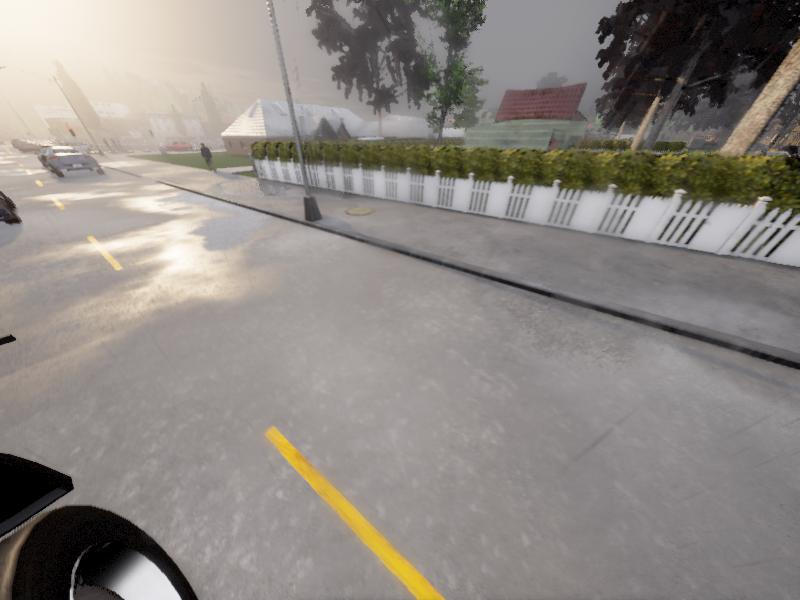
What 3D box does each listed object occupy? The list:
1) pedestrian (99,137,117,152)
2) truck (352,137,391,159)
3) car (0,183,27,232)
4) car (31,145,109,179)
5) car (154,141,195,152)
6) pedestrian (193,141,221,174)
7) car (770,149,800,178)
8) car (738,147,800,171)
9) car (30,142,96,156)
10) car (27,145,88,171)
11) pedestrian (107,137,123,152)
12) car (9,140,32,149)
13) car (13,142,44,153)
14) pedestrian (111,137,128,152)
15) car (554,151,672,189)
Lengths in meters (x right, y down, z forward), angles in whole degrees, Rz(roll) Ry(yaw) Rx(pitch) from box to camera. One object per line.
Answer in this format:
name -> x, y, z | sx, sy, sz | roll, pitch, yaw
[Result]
pedestrian -> -45.692, -24.297, 36.126 | 0.751, 1.860, 0.751 | 2, 35, 2
truck -> -3.309, -18.167, 27.550 | 2.069, 2.038, 4.478 | 22, 41, 28
car -> -13.659, -3.100, 6.741 | 4.611, 1.667, 2.242 | 22, 41, 28
car -> -22.806, -9.616, 15.951 | 5.027, 1.651, 2.152 | 22, 41, 28
car -> -39.299, -26.918, 40.441 | 2.007, 1.525, 4.514 | 22, 41, 28
pedestrian -> -13.212, -9.797, 15.859 | 0.751, 1.860, 0.751 | 28, 44, 34
car -> 30.735, -9.947, 16.872 | 2.152, 1.651, 5.027 | 22, 41, 28
car -> 34.845, -13.305, 21.708 | 1.801, 1.575, 5.366 | 22, 41, 28
car -> -45.632, -20.607, 31.434 | 2.007, 1.525, 4.514 | 9, 36, 13
car -> -28.625, -11.949, 19.290 | 4.974, 1.542, 2.038 | 22, 41, 28
pedestrian -> -45.422, -24.805, 36.849 | 0.751, 1.860, 0.751 | 20, 40, 25
car -> -77.224, -31.711, 46.965 | 4.193, 1.474, 1.816 | 22, 41, 28
car -> -59.421, -24.456, 36.914 | 4.181, 1.385, 1.994 | 22, 40, 27
pedestrian -> -44.819, -24.821, 36.892 | 0.751, 1.860, 0.751 | -13, 37, -18
car -> 11.026, -7.053, 12.364 | 4.181, 1.381, 1.994 | 22, 41, 28
